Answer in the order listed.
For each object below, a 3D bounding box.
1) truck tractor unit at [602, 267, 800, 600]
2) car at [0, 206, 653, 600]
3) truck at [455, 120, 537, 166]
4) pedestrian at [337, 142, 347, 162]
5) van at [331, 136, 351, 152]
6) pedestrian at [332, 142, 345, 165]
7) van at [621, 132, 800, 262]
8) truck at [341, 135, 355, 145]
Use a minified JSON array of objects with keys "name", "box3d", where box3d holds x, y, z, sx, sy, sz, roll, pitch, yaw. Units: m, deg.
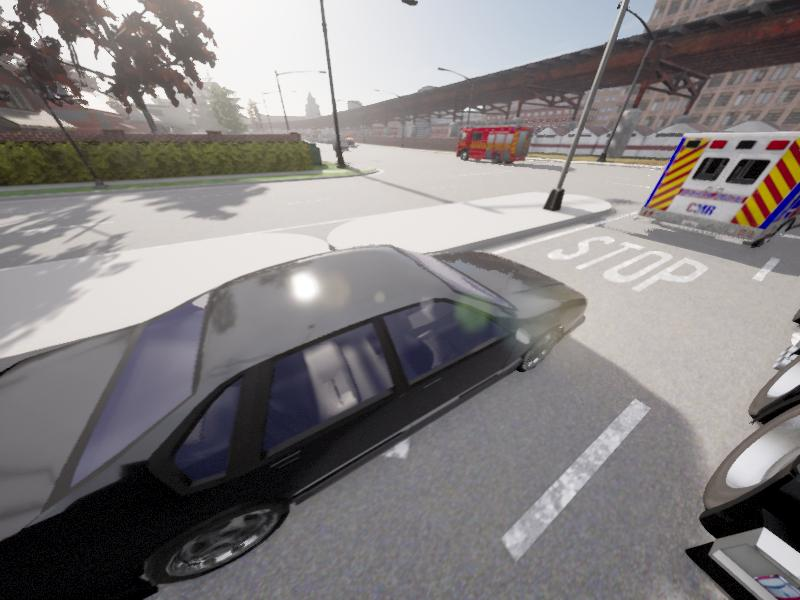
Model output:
[{"name":"truck tractor unit","box3d":[5.120,-0.288,0.784,6.516,4.208,3.053,-18,39,-24]},{"name":"car","box3d":[-0.301,0.310,2.330,5.357,1.411,2.033,-18,39,-24]},{"name":"truck","box3d":[10.620,-18.311,27.007,2.891,3.827,8.468,-18,39,-24]},{"name":"pedestrian","box3d":[-6.352,-16.199,25.279,0.751,1.860,0.751,-13,37,-18]},{"name":"van","box3d":[-12.477,-32.974,48.684,1.988,2.561,5.915,-18,40,-24]},{"name":"pedestrian","box3d":[-5.948,-14.220,22.440,0.751,1.860,0.751,-18,39,-24]},{"name":"van","box3d":[10.176,-3.211,6.545,6.366,2.431,2.351,-14,37,-19]},{"name":"truck","box3d":[-15.924,-48.903,70.637,2.627,2.467,5.204,-18,40,-24]}]
